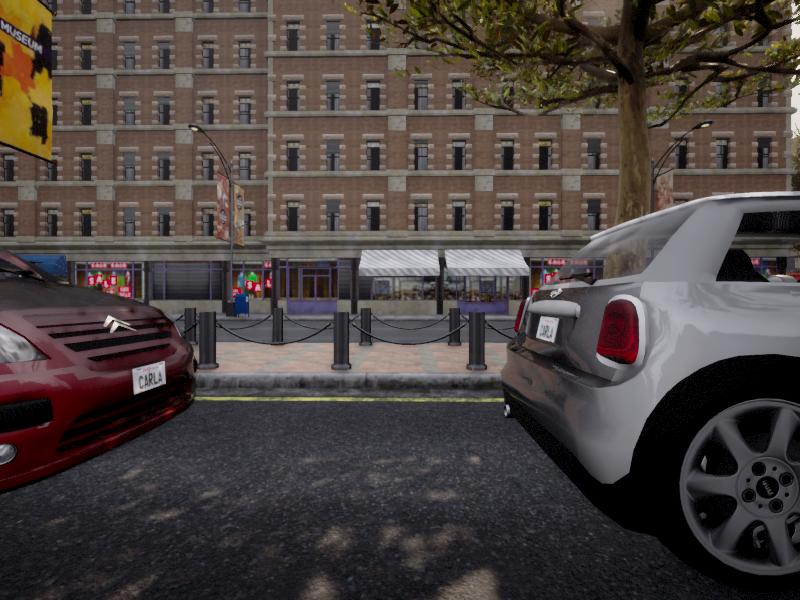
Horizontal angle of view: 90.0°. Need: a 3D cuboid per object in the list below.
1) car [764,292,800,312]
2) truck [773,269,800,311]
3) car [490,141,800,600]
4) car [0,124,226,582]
[{"bbox_3d":[34.543,0.171,34.294,1.930,1.638,5.238,0,0,0],"label":"car"},{"bbox_3d":[38.049,-0.919,35.042,2.891,3.827,8.468,0,0,1],"label":"truck"},{"bbox_3d":[2.600,0.253,2.173,3.806,1.475,1.970,0,0,1],"label":"car"},{"bbox_3d":[-3.390,0.188,2.287,3.988,1.617,1.851,0,0,1],"label":"car"}]
